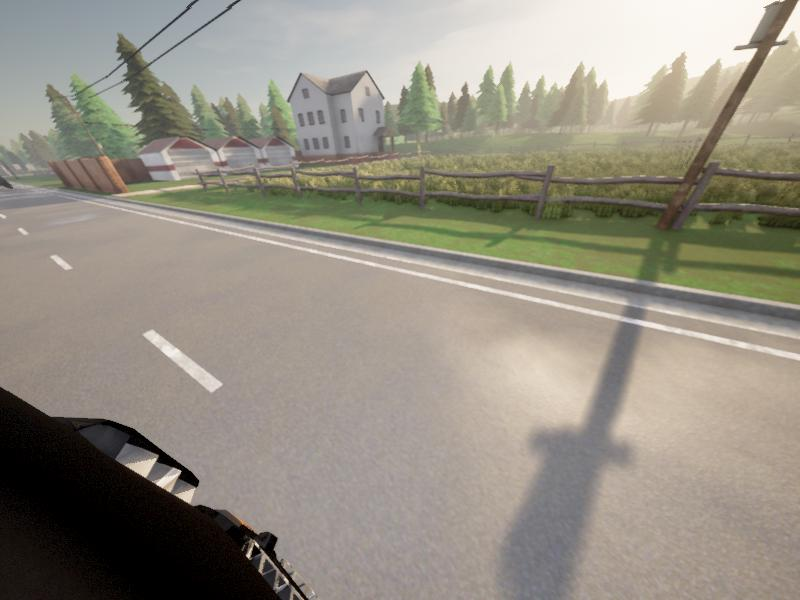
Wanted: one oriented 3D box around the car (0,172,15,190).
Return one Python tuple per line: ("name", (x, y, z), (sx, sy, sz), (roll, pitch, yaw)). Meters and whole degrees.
("car", (-52.094, -15.171, 29.329), (5.566, 2.045, 2.150), (16, 38, 26))
